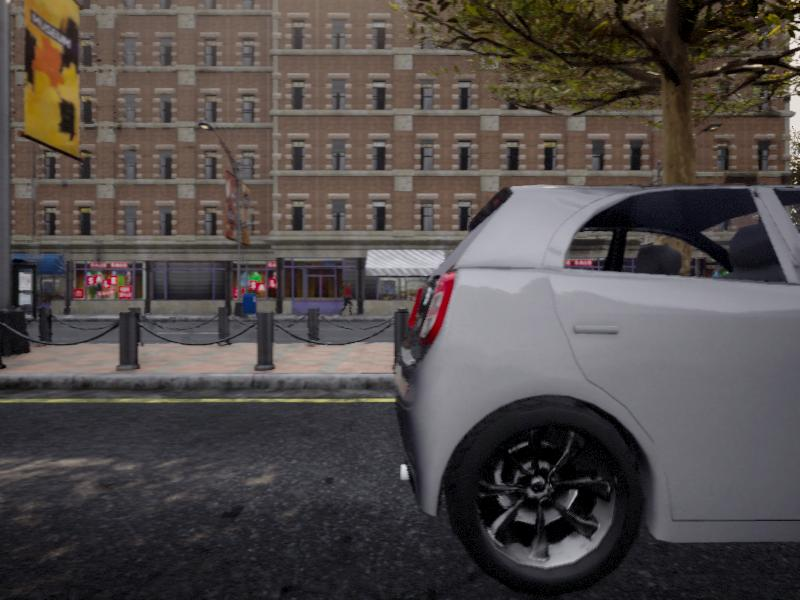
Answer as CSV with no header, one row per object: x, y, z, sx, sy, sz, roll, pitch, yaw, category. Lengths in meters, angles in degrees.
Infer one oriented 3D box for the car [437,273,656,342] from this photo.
3.780,0.170,10.787,5.238,1.638,1.930,0,0,-7,car

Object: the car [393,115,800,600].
1.787,0.224,2.115,3.633,1.501,1.845,0,0,-1,car

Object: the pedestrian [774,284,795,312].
26.217,-0.125,27.293,0.751,1.860,0.751,0,0,-9,pedestrian

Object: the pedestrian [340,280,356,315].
-2.832,-0.113,21.751,0.751,1.860,0.751,0,0,1,pedestrian

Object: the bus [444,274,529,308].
11.011,-1.137,51.918,10.273,4.253,3.944,0,0,0,bus

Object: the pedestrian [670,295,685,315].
15.314,0.260,22.081,0.500,1.100,0.500,0,0,-2,pedestrian

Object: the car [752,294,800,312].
34.656,0.228,35.882,1.837,1.490,4.892,0,1,0,car
